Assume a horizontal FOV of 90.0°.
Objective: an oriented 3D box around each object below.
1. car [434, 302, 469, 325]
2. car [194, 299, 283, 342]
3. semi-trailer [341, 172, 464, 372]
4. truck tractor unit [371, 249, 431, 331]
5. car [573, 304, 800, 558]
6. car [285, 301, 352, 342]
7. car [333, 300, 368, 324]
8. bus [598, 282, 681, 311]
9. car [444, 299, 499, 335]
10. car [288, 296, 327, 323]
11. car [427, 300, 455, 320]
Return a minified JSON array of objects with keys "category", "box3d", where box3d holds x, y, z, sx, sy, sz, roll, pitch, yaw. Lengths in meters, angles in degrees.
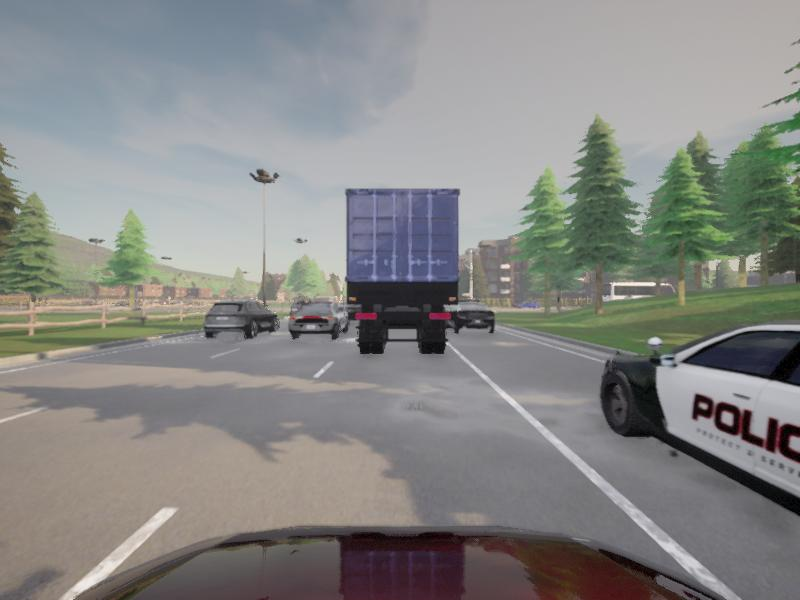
[{"category":"car","box3d":[3.495,0.888,27.904,1.812,1.442,4.674,0,0,0]},{"category":"car","box3d":[-7.000,0.790,18.010,2.033,1.649,4.856,0,0,0]},{"category":"semi-trailer","box3d":[0.060,-0.607,15.943,2.717,4.402,14.254,0,0,0]},{"category":"truck tractor unit","box3d":[0.034,-0.491,23.864,3.053,4.208,6.516,0,0,-1]},{"category":"car","box3d":[3.502,0.832,3.251,2.038,1.542,4.974,0,0,0]},{"category":"car","box3d":[-3.500,0.843,18.142,2.038,1.542,4.974,0,0,0]},{"category":"car","box3d":[-3.499,0.791,29.138,1.930,1.638,5.238,0,0,0]},{"category":"bus","box3d":[35.841,-0.494,60.210,10.273,4.253,3.944,0,0,0]},{"category":"car","box3d":[3.502,0.785,20.619,1.930,1.638,5.238,0,0,0]},{"category":"car","box3d":[-7.000,0.673,30.674,1.932,1.855,4.605,0,0,0]},{"category":"car","box3d":[3.502,0.795,35.278,1.930,1.638,5.238,0,0,0]}]
